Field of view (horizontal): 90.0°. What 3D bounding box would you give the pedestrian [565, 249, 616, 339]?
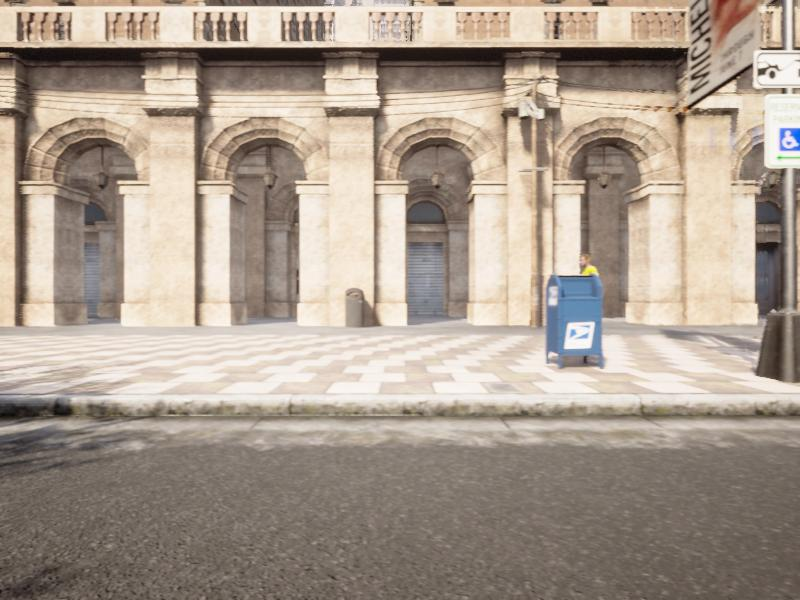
[{"bbox_3d":[4.086,-0.121,8.638,0.751,1.860,0.751,0,0,1],"label":"pedestrian"}]
